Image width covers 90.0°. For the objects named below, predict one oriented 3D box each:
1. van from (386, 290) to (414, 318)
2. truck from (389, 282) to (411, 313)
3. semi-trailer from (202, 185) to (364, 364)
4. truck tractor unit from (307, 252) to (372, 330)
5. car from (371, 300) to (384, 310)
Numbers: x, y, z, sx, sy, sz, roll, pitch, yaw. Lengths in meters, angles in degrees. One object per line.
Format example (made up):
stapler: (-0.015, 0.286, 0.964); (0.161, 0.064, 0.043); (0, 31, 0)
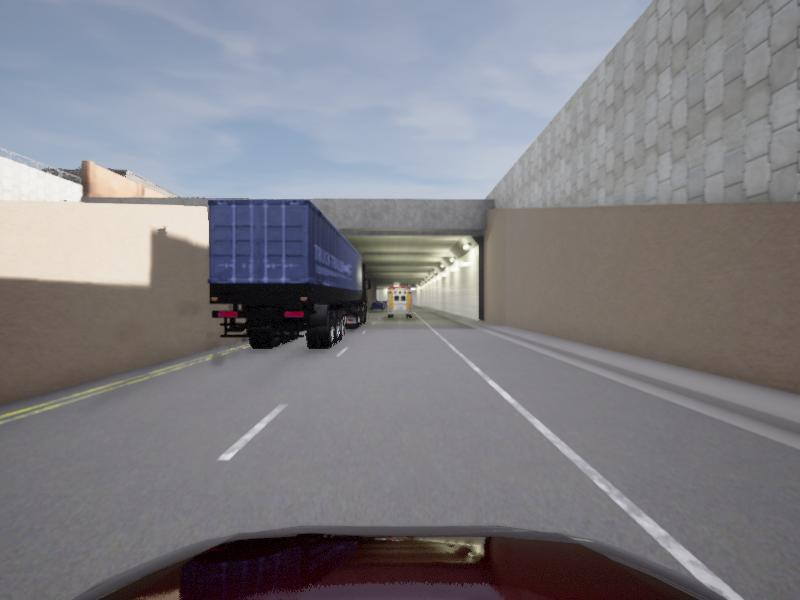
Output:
van: (0.006, 0.377, 37.550); (2.351, 2.431, 6.366); (0, 0, 0)
truck: (0.016, -0.324, 54.694); (2.891, 3.827, 8.468); (0, 0, 0)
semi-trailer: (-3.497, -0.618, 16.961); (2.717, 4.402, 14.254); (0, 0, 0)
truck tractor unit: (-3.504, -0.521, 24.877); (3.053, 4.208, 6.516); (0, 0, 0)
car: (-3.491, 0.820, 63.276); (1.882, 1.535, 5.008); (0, 0, 0)
